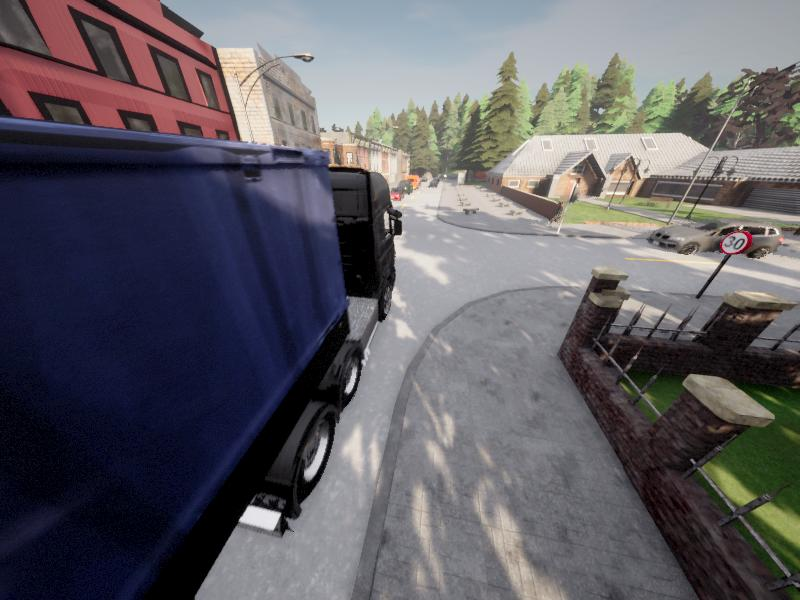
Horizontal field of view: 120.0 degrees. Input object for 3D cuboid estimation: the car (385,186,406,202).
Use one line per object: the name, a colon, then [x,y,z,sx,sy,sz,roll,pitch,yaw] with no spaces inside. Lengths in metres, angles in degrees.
car: [-0.536,-14.777,32.073,2.007,1.525,4.514,5,30,9]

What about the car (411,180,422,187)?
car: [3.796,-26.830,53.181,1.895,1.301,4.718,5,30,8]

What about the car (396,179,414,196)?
car: [0.881,-19.039,38.936,2.150,2.045,5.566,5,30,9]

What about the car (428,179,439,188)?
car: [7.673,-26.373,52.292,2.033,1.411,5.357,5,30,9]

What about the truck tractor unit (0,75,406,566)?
truck tractor unit: [-1.920,-0.483,4.625,3.053,4.208,6.516,5,31,9]

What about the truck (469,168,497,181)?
truck: [29.279,-44.670,81.983,8.468,3.827,2.891,5,30,8]

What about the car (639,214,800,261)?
car: [16.452,-3.382,12.195,4.611,1.667,2.242,5,30,9]

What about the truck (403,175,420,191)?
truck: [2.385,-23.415,46.091,2.627,2.467,5.204,5,30,9]

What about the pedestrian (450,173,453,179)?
pedestrian: [19.159,-46.267,86.027,0.751,1.860,0.751,3,30,5]

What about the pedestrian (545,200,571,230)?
pedestrian: [11.088,-6.008,16.277,0.751,1.860,0.751,-2,30,-3]
